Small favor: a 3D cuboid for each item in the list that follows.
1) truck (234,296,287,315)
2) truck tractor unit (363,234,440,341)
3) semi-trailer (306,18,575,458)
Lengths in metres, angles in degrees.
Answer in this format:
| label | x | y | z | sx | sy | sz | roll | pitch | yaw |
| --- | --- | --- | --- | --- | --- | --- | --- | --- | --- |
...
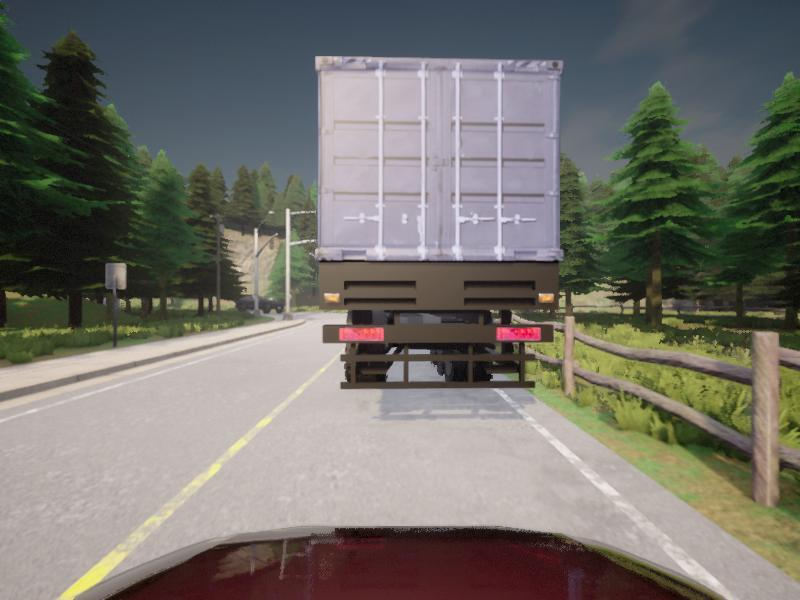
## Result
| label | x | y | z | sx | sy | sz | roll | pitch | yaw |
| --- | --- | --- | --- | --- | --- | --- | --- | --- | --- |
| truck | -16.347 | 0.569 | 46.839 | 6.274 | 2.098 | 2.390 | 0 | 0 | 30 |
| truck tractor unit | 0.000 | -0.511 | 19.074 | 3.053 | 4.208 | 6.516 | 0 | 0 | -1 |
| semi-trailer | 0.217 | -0.612 | 11.162 | 2.717 | 4.402 | 14.254 | 0 | 0 | -2 |
